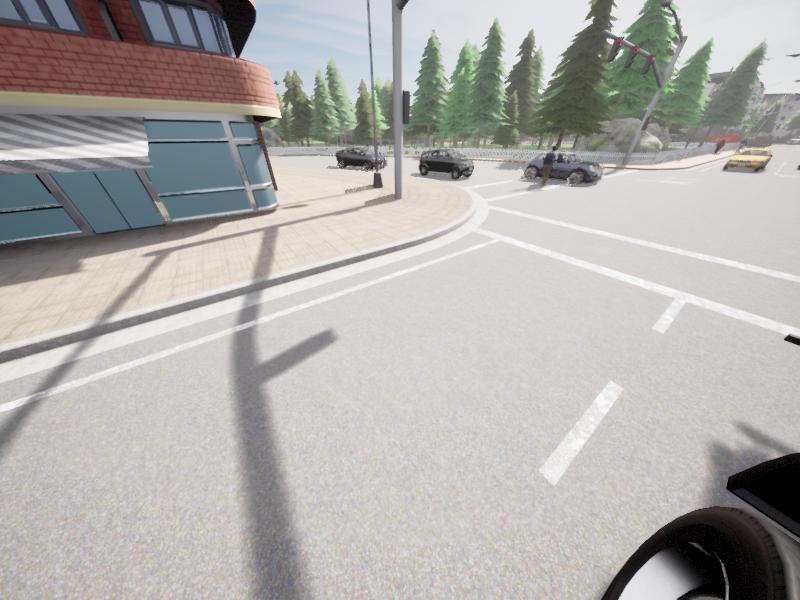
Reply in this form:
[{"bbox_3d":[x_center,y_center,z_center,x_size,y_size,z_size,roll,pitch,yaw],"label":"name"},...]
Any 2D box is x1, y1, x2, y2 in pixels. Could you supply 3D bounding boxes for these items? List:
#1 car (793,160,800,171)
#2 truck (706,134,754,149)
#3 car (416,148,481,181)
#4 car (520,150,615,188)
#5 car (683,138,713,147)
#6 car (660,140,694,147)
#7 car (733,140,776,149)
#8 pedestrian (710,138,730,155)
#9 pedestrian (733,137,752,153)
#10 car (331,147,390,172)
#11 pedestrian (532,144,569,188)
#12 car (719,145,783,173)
[{"bbox_3d":[33.614,-11.116,18.181,4.792,1.488,2.163,-22,41,-28],"label":"car"},{"bbox_3d":[72.913,-35.129,51.141,2.627,2.467,5.204,-21,40,-27],"label":"truck"},{"bbox_3d":[3.063,-9.060,15.314,3.705,1.549,1.789,28,44,34],"label":"car"},{"bbox_3d":[9.581,-7.782,13.533,1.970,1.475,3.806,-25,42,-31],"label":"car"},{"bbox_3d":[72.890,-38.550,56.521,1.905,1.878,3.866,-21,40,-27],"label":"car"},{"bbox_3d":[68.316,-38.712,57.102,1.837,1.490,4.892,-21,40,-27],"label":"car"},{"bbox_3d":[77.929,-34.364,50.914,4.902,1.511,2.128,27,43,33],"label":"car"},{"bbox_3d":[42.951,-20.660,31.031,0.751,1.860,0.751,-23,41,-28],"label":"pedestrian"},{"bbox_3d":[51.344,-23.231,34.623,0.751,1.860,0.751,-21,40,-26],"label":"pedestrian"},{"bbox_3d":[-3.276,-11.905,19.420,4.514,1.525,2.007,18,39,24],"label":"car"},{"bbox_3d":[7.595,-6.790,11.757,0.751,1.860,0.751,-7,36,-9],"label":"pedestrian"},{"bbox_3d":[27.848,-11.242,18.313,5.366,1.575,1.801,-21,40,-27],"label":"car"}]
